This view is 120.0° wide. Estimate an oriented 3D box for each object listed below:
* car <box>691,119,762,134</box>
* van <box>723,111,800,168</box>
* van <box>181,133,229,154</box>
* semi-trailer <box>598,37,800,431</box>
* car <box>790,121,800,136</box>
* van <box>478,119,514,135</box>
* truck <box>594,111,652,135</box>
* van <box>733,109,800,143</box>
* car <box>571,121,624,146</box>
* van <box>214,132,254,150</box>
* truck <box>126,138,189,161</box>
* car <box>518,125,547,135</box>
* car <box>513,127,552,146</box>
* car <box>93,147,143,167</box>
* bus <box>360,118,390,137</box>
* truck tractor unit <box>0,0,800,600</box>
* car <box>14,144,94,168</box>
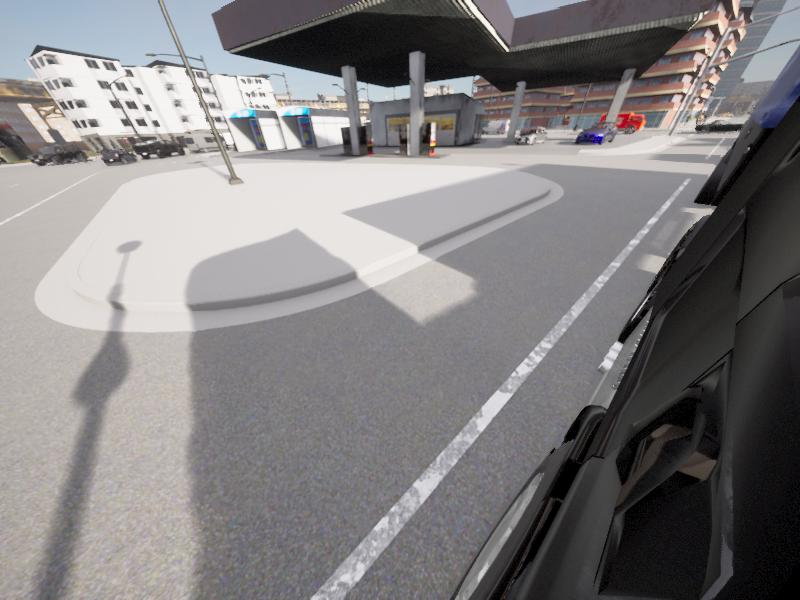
[{"bbox_3d":[38.883,-20.770,27.666,1.895,1.301,4.718,-29,44,-30],"label":"car"},{"bbox_3d":[18.631,-8.116,11.536,4.480,2.038,2.069,-29,44,-31],"label":"van"},{"bbox_3d":[-31.919,-25.915,38.145,1.988,2.561,5.915,4,37,9],"label":"van"},{"bbox_3d":[8.660,-3.641,4.249,14.254,4.402,2.717,-29,44,-30],"label":"semi-trailer"},{"bbox_3d":[40.377,-16.916,22.437,4.718,1.301,1.895,-29,44,-30],"label":"car"},{"bbox_3d":[20.258,-36.490,48.880,2.351,2.431,6.366,-29,44,-31],"label":"van"},{"bbox_3d":[32.198,-25.610,33.591,2.627,2.467,5.204,-30,44,-31],"label":"truck"},{"bbox_3d":[30.554,-14.628,19.409,4.480,2.038,2.069,-29,44,-30],"label":"van"},{"bbox_3d":[18.683,-15.761,21.820,4.611,1.667,2.242,-28,44,-30],"label":"car"},{"bbox_3d":[-32.470,-31.448,45.549,1.988,2.561,5.915,12,40,19],"label":"van"},{"bbox_3d":[-32.744,-20.702,31.626,2.390,2.098,6.274,-5,37,-3],"label":"truck"},{"bbox_3d":[25.421,-32.732,44.419,1.994,1.385,4.181,-29,44,-30],"label":"car"},{"bbox_3d":[14.377,-17.820,25.112,3.806,1.475,1.970,-28,44,-30],"label":"car"},{"bbox_3d":[-31.490,-16.170,25.984,1.845,1.501,3.633,-13,38,-13],"label":"car"},{"bbox_3d":[-8.178,-55.501,74.496,3.944,4.253,10.273,-30,44,-30],"label":"bus"},{"bbox_3d":[2.645,-0.295,0.351,6.516,4.208,3.053,-28,44,-30],"label":"truck tractor unit"},{"bbox_3d":[-42.994,-18.227,29.052,2.150,2.045,5.566,-8,37,-6],"label":"car"}]
